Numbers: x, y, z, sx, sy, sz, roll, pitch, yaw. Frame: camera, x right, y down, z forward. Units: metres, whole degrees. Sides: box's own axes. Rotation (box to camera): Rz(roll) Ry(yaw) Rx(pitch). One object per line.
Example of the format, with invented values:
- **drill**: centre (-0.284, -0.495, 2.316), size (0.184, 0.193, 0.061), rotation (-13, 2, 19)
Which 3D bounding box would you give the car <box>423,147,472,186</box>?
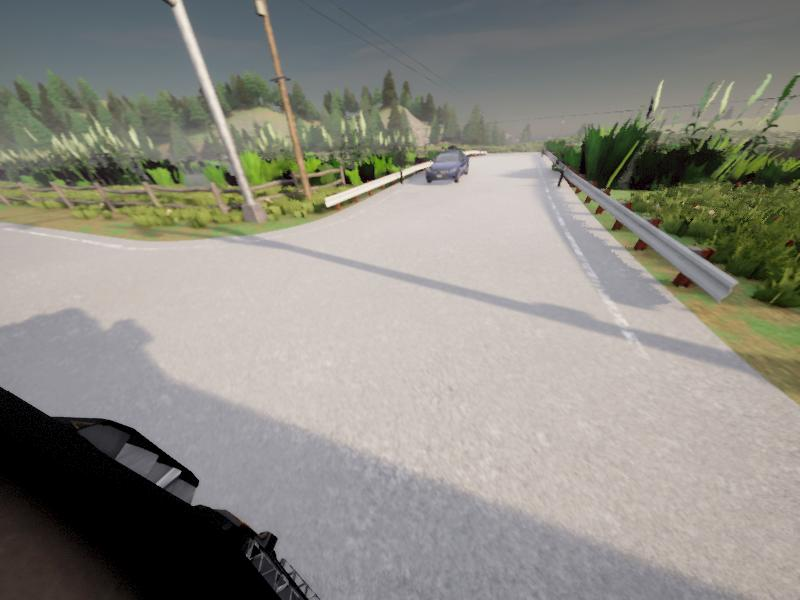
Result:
- **car**: centre (3.009, -8.235, 14.108), size (1.812, 1.442, 4.674), rotation (11, 39, 20)
